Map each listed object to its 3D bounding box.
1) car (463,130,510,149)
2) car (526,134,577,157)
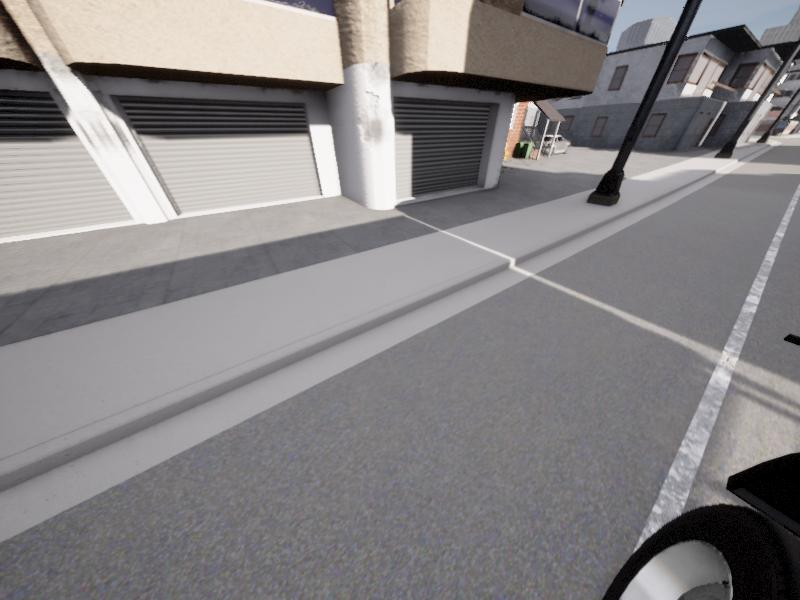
[{"bbox_3d":[9.978,-18.497,26.577,5.027,1.636,2.152,-22,41,-27],"label":"car"},{"bbox_3d":[13.652,-13.991,20.828,3.806,1.475,1.970,-23,41,-26],"label":"car"}]
